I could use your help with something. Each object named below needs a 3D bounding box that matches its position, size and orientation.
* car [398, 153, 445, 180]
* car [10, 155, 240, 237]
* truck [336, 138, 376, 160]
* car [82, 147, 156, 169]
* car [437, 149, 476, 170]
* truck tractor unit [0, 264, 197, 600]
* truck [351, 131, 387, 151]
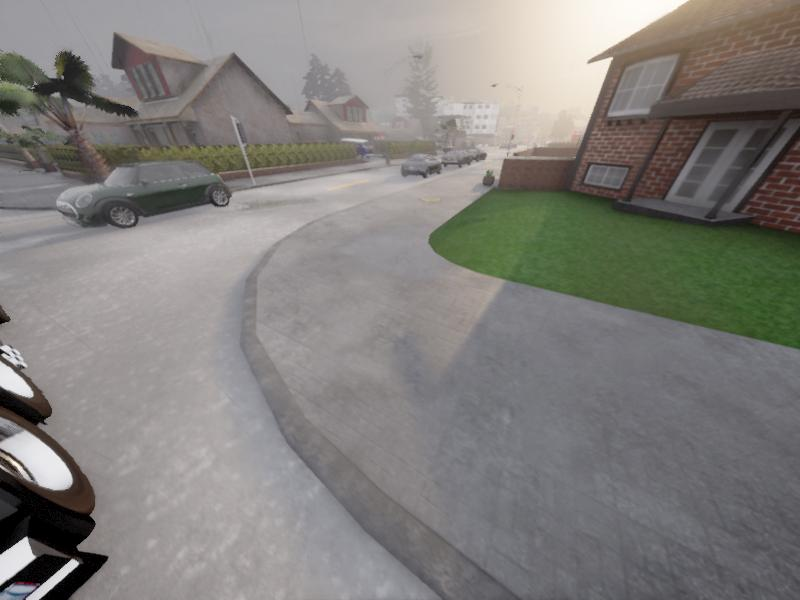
[{"bbox_3d":[1.694,-10.097,17.288,1.994,1.385,4.181,16,38,22],"label":"car"},{"bbox_3d":[-8.878,-3.980,8.223,2.097,1.767,4.553,15,38,21],"label":"car"},{"bbox_3d":[-5.516,-19.077,29.177,4.478,2.038,2.069,20,40,23],"label":"truck"},{"bbox_3d":[-25.415,-13.048,21.079,1.845,1.501,3.633,16,38,22],"label":"car"},{"bbox_3d":[5.692,-14.027,22.874,2.033,1.411,5.357,18,39,24],"label":"car"},{"bbox_3d":[-5.111,-0.301,0.779,6.516,4.208,3.053,18,39,24],"label":"truck tractor unit"},{"bbox_3d":[-7.612,-38.944,56.646,8.468,3.827,2.891,18,39,24],"label":"truck"}]
